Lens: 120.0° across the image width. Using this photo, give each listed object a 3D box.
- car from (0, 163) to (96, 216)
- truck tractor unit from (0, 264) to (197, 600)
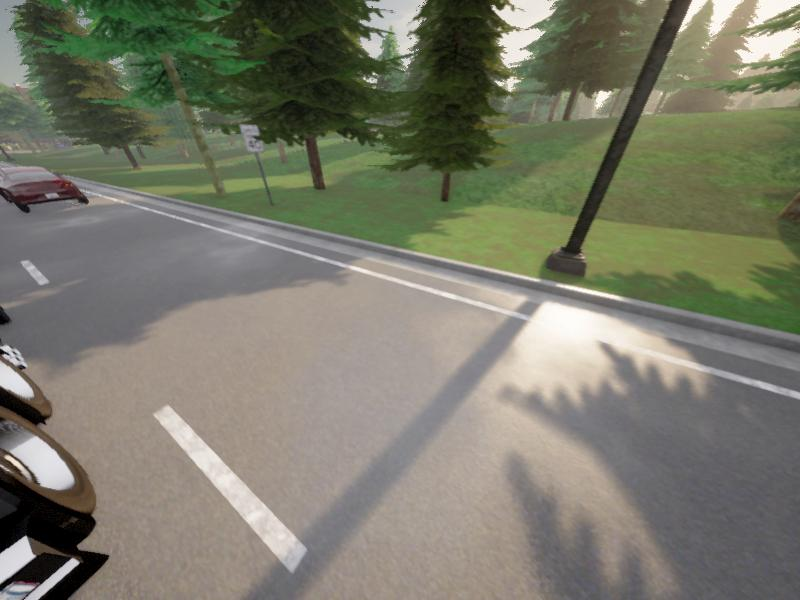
[{"bbox_3d":[-15.636,-4.880,9.915,4.674,1.442,1.812,18,39,24],"label":"car"},{"bbox_3d":[-5.117,-0.294,0.782,6.516,4.208,3.053,18,39,24],"label":"truck tractor unit"}]
